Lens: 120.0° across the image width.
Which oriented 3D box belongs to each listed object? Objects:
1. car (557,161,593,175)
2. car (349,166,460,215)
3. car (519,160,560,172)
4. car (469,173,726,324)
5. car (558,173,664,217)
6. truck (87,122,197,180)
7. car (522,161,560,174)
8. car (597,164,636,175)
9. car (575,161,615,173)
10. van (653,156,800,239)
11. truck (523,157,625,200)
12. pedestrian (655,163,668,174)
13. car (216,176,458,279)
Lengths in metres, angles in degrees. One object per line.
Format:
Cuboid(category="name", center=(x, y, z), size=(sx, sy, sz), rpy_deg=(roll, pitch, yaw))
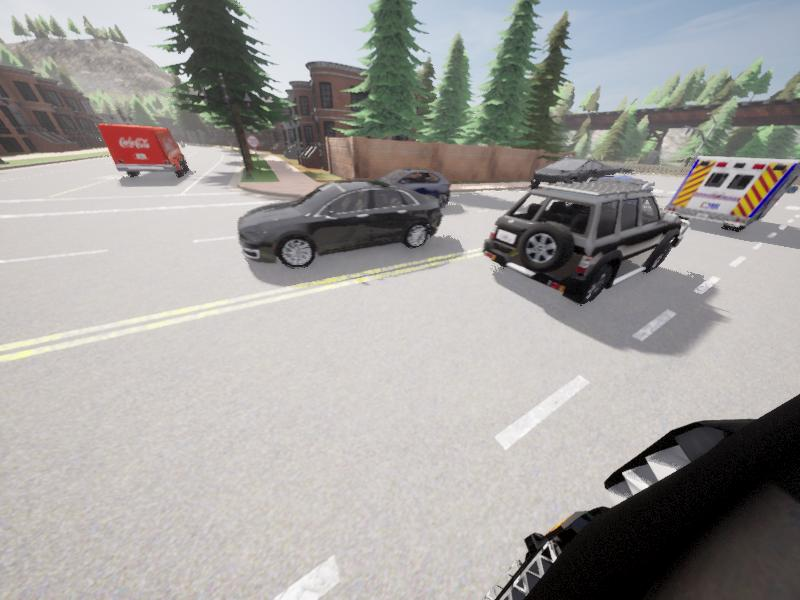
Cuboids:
Cuboid(category="car", center=(27.598, -20.917, 36.556), size=(1.970, 1.475, 3.806), rpy_deg=(-16, 38, -26))
Cuboid(category="car", center=(0.196, -4.764, 9.869), size=(4.193, 1.474, 1.816), rpy_deg=(-14, 37, -24))
Cuboid(category="car", center=(22.649, -21.959, 37.796), size=(2.033, 1.411, 5.357), rpy_deg=(-16, 38, -26))
Cuboid(category="car", center=(4.001, -1.453, 4.817), size=(4.605, 1.855, 1.932), rpy_deg=(-16, 38, -26))
Cuboid(category="car", center=(10.668, -5.419, 11.669), size=(5.008, 1.535, 1.882), rpy_deg=(-15, 38, -26))
Cuboid(category="truck", center=(-15.043, -9.066, 14.138), size=(2.627, 2.467, 5.204), rpy_deg=(-14, 37, -24))
Cuboid(category="car", center=(20.905, -19.813, 34.428), size=(1.994, 1.385, 4.181), rpy_deg=(-15, 38, -26))
Cuboid(category="car", center=(39.800, -24.150, 42.617), size=(1.895, 1.301, 4.718), rpy_deg=(-16, 38, -26))
Cuboid(category="car", center=(35.747, -24.422, 42.498), size=(2.128, 1.511, 4.902), rpy_deg=(-16, 38, -26))
Cuboid(category="van", center=(14.364, -4.592, 9.917), size=(6.366, 2.431, 2.351), rpy_deg=(-16, 38, -26))
Cuboid(category="truck", center=(11.523, -8.120, 15.314), size=(6.274, 2.098, 2.390), rpy_deg=(-16, 38, -26))
Cuboid(category="pedestrian", center=(49.112, -24.696, 43.382), size=(0.751, 1.860, 0.751), rpy_deg=(-25, 43, -36))
Cuboid(category="car", center=(-1.190, -2.069, 5.663), size=(4.892, 1.490, 1.837), rpy_deg=(-16, 38, -26))
